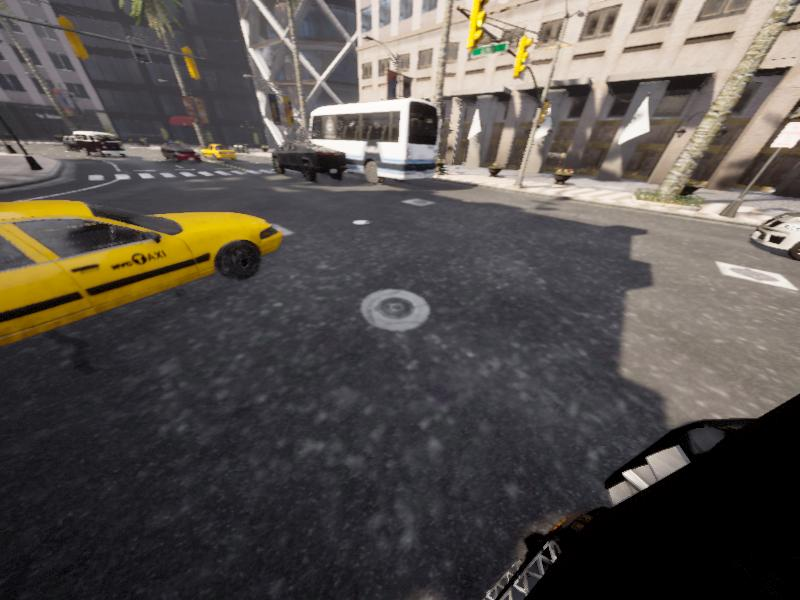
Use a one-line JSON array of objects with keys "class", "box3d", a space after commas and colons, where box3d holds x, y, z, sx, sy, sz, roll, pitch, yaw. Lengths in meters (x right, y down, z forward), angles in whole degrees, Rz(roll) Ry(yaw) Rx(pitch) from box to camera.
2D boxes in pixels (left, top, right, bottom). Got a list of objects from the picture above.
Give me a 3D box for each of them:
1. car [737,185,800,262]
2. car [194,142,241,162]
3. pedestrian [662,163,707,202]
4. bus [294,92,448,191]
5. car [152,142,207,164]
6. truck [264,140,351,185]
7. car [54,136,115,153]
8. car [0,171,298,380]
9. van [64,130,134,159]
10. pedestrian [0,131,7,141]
[{"class": "car", "box3d": [12.799, -1.532, 5.679, 4.611, 1.667, 2.242, 28, 41, 33]}, {"class": "car", "box3d": [-19.648, -15.921, 24.803, 5.366, 1.575, 1.801, 23, 39, 28]}, {"class": "pedestrian", "box3d": [16.033, -6.653, 13.091, 0.751, 1.860, 0.751, 26, 40, 31]}, {"class": "bus", "box3d": [-2.450, -10.754, 15.981, 10.273, 4.253, 3.944, 28, 41, 32]}, {"class": "car", "box3d": [-20.877, -13.979, 21.896, 4.792, 1.488, 2.163, 23, 39, 28]}, {"class": "truck", "box3d": [-6.331, -9.405, 15.607, 6.274, 2.098, 2.390, 28, 41, 33]}, {"class": "car", "box3d": [-36.344, -17.978, 26.702, 3.806, 1.475, 1.970, 5, 34, 3]}, {"class": "car", "box3d": [-4.340, -0.579, 3.034, 1.801, 1.575, 5.366, 20, 37, 24]}, {"class": "van", "box3d": [-28.578, -14.779, 22.008, 4.480, 2.038, 2.069, 14, 35, 17]}, {"class": "pedestrian", "box3d": [-61.952, -25.540, 35.397, 0.751, 1.860, 0.751, -12, 36, -21]}]
